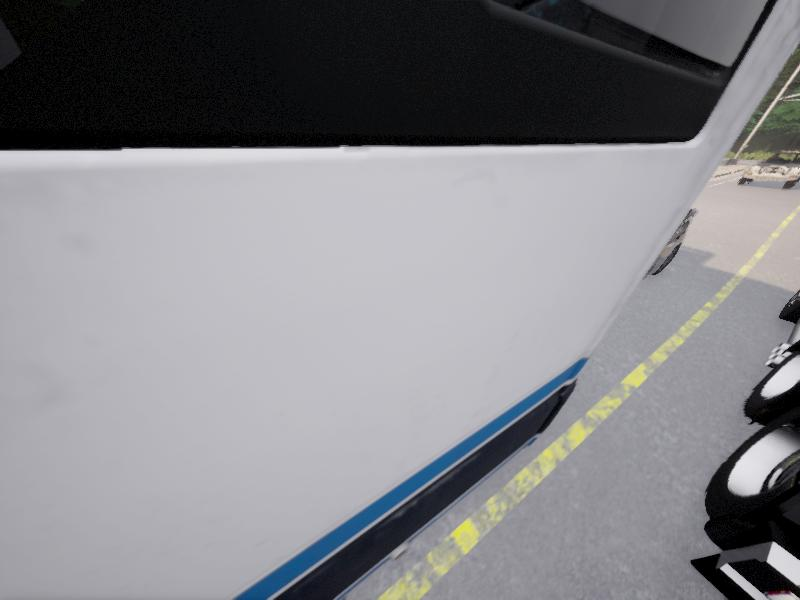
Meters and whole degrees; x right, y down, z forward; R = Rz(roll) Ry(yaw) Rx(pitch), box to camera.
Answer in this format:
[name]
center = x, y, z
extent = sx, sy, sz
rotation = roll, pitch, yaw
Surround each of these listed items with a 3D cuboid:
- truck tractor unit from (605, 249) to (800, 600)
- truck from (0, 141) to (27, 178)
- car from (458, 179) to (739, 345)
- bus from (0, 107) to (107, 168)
[truck tractor unit]
center = 5.082, -0.330, 0.815
extent = 6.516, 4.208, 3.053
rotation = -19, 39, -25
[truck]
center = -28.599, -8.925, 14.822
extent = 2.390, 2.098, 6.274
rotation = -20, 39, -26
[car]
center = 3.601, -1.148, 4.343
extent = 4.514, 1.525, 2.007
rotation = -18, 39, -24
[bus]
center = -35.952, -16.322, 23.498
extent = 3.944, 4.253, 10.273
rotation = -20, 38, -26
